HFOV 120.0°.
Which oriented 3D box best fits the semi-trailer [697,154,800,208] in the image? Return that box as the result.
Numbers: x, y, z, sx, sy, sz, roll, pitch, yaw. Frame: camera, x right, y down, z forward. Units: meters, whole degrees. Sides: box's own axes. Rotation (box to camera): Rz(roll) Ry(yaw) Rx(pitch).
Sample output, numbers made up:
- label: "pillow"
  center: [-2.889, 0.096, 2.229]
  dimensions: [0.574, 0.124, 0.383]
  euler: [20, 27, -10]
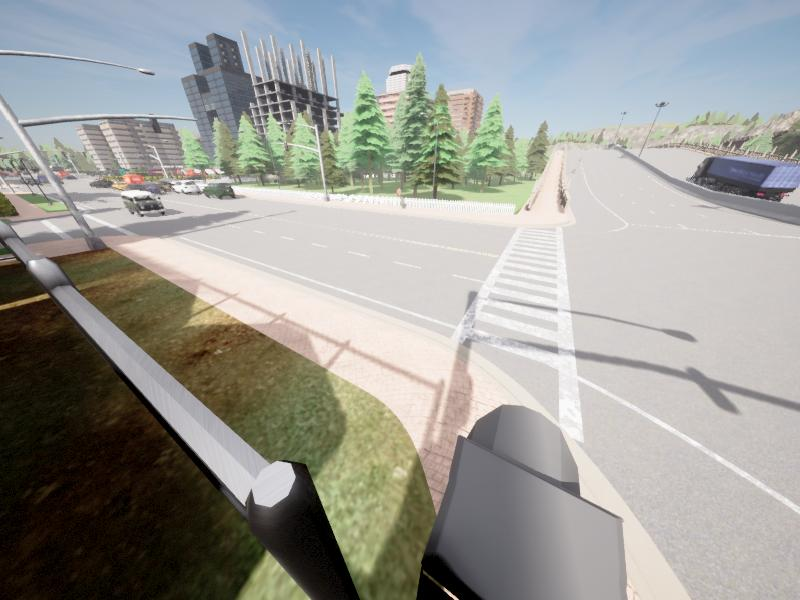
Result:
- label: "semi-trailer"
  center: [45.012, -16.013, 30.162]
  dimensions: [2.717, 4.402, 14.254]
  euler: [16, 38, 26]

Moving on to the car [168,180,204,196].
- label: "car"
  center: [-35.538, -18.666, 38.295]
  dimensions: [5.566, 2.045, 2.150]
  euler: [17, 34, 27]

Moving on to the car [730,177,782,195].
- label: "car"
  center: [50.657, -16.408, 33.042]
  dimensions: [2.128, 1.511, 4.902]
  euler: [16, 39, 26]

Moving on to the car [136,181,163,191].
- label: "car"
  center: [-49.938, -22.840, 46.088]
  dimensions: [4.792, 1.488, 2.163]
  euler: [17, 34, 27]

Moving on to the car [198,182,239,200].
- label: "car"
  center: [-26.275, -15.828, 33.377]
  dimensions: [5.566, 2.045, 2.150]
  euler: [17, 34, 27]

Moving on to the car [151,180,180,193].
- label: "car"
  center: [-42.928, -20.862, 42.263]
  dimensions: [4.605, 1.855, 1.932]
  euler: [17, 34, 27]

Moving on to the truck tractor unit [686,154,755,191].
- label: "truck tractor unit"
  center: [48.997, -19.886, 35.771]
  dimensions: [3.053, 4.208, 6.516]
  euler: [16, 40, 26]

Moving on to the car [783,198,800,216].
- label: "car"
  center: [38.100, -8.148, 20.717]
  dimensions: [1.994, 1.385, 4.181]
  euler: [16, 34, 25]

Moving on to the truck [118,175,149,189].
- label: "truck"
  center: [-57.356, -25.547, 49.781]
  dimensions: [5.204, 2.467, 2.627]
  euler: [17, 34, 27]

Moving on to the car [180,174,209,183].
- label: "car"
  center: [-60.315, -35.807, 67.978]
  dimensions: [2.150, 2.045, 5.566]
  euler: [16, 34, 26]

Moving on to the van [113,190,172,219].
- label: "van"
  center: [-23.883, -8.928, 21.436]
  dimensions: [4.480, 2.038, 2.069]
  euler: [17, 34, 27]

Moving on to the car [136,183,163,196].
- label: "car"
  center: [-40.883, -18.048, 37.698]
  dimensions: [3.705, 1.549, 1.789]
  euler: [17, 34, 27]

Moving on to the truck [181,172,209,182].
- label: "truck"
  center: [-62.560, -37.542, 70.571]
  dimensions: [2.627, 2.467, 5.204]
  euler: [16, 33, 26]
